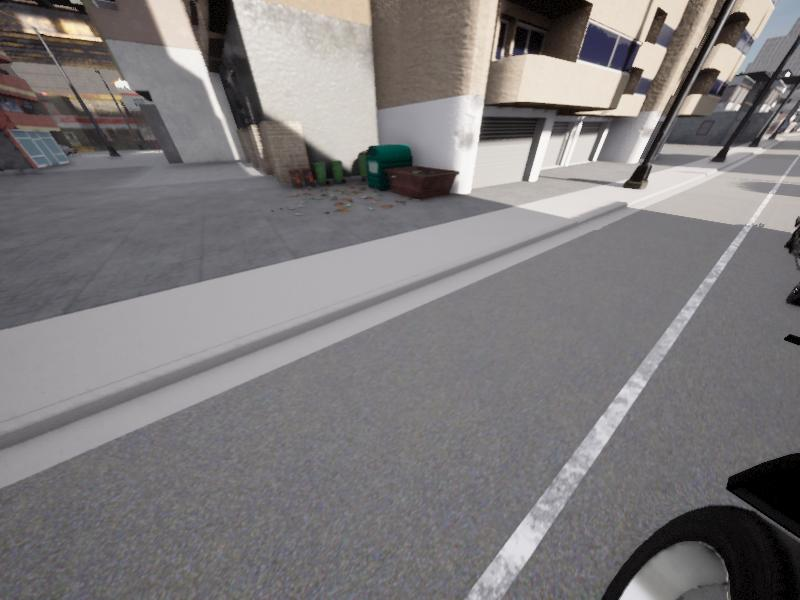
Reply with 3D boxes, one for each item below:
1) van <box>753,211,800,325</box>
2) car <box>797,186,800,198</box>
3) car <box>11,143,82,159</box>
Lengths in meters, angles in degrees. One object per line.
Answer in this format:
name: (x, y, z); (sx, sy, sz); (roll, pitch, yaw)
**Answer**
van: (8.854, -1.338, 3.615); (6.366, 2.431, 2.351); (-22, 41, -27)
car: (19.948, -5.408, 10.062); (4.902, 1.511, 2.128); (-22, 41, -27)
car: (-48.378, -20.577, 31.848); (4.902, 1.511, 2.128); (-22, 41, -27)
